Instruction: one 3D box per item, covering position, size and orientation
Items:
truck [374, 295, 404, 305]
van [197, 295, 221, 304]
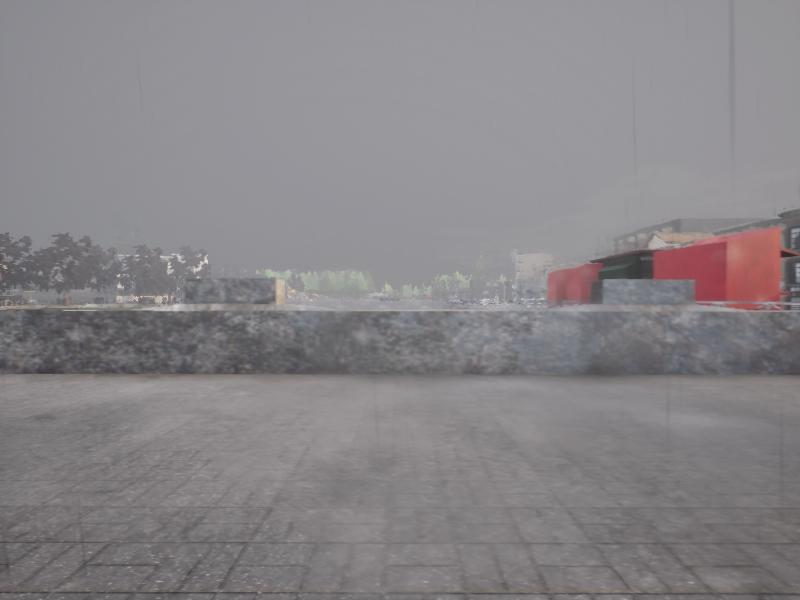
[{"bbox_3d":[-2.398,-0.065,85.111,6.274,2.098,2.390,0,0,0],"label":"truck"},{"bbox_3d":[-42.479,-0.086,89.127,4.442,1.987,1.775,0,0,0],"label":"van"}]
